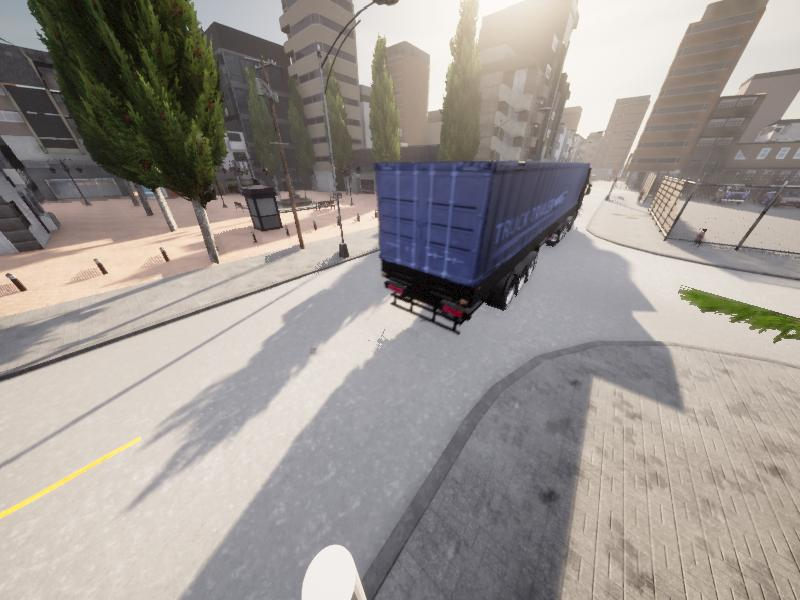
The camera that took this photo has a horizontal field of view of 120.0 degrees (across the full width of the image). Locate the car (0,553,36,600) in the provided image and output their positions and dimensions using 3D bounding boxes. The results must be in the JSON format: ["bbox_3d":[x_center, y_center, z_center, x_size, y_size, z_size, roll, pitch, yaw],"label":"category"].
[{"bbox_3d":[-4.800,3.609,0.387,1.994,1.385,4.181,23,37,34],"label":"car"}]

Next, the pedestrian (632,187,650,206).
[{"bbox_3d":[27.278,-11.714,26.178,0.751,1.860,0.751,23,37,34],"label":"pedestrian"}]

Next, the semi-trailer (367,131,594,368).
[{"bbox_3d":[4.958,-3.519,9.684,2.717,4.402,14.254,23,37,34],"label":"semi-trailer"}]

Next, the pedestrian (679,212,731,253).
[{"bbox_3d":[15.588,-3.470,11.882,0.751,1.860,0.751,17,34,27],"label":"pedestrian"}]

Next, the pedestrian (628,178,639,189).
[{"bbox_3d":[46.640,-23.251,46.143,0.751,1.860,0.751,1,30,1],"label":"pedestrian"}]

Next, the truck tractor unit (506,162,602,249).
[{"bbox_3d":[10.042,-6.469,14.984,3.053,4.208,6.516,23,37,34],"label":"truck tractor unit"}]

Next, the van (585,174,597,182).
[{"bbox_3d":[60.683,-38.618,73.300,2.069,2.038,4.480,23,37,34],"label":"van"}]

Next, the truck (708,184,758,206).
[{"bbox_3d":[40.630,-13.001,28.353,2.069,2.038,4.478,23,37,34],"label":"truck"}]

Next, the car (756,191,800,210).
[{"bbox_3d":[43.557,-11.395,26.194,2.033,1.415,5.357,23,37,34],"label":"car"}]
